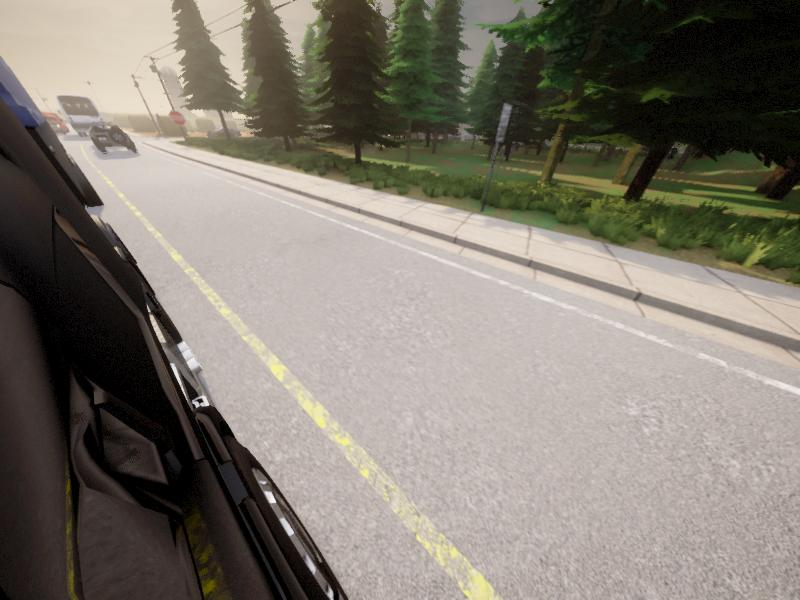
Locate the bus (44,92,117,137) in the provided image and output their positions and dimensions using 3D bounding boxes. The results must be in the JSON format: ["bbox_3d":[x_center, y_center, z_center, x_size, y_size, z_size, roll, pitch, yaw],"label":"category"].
[{"bbox_3d":[-44.150,-25.459,32.090,10.273,4.253,3.944,29,44,31],"label":"bus"}]

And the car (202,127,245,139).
[{"bbox_3d":[-28.289,-26.894,37.238,2.128,1.511,4.902,27,43,29],"label":"car"}]

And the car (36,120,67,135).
[{"bbox_3d":[-49.003,-24.362,32.576,3.988,1.617,1.851,29,44,31],"label":"car"}]

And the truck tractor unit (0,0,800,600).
[{"bbox_3d":[-2.645,-0.295,0.351,6.516,4.208,3.053,28,44,30],"label":"truck tractor unit"}]

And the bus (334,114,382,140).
[{"bbox_3d":[-9.024,-38.499,51.644,3.944,4.253,10.273,27,43,29],"label":"bus"}]

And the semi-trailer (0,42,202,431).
[{"bbox_3d":[-8.712,-3.570,4.253,14.254,4.402,2.717,28,43,30],"label":"semi-trailer"}]

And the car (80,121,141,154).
[{"bbox_3d":[-21.755,-12.202,17.344,4.605,1.855,1.932,28,43,32],"label":"car"}]

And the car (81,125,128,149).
[{"bbox_3d":[-26.621,-14.773,20.869,4.514,1.525,2.007,31,45,33],"label":"car"}]
